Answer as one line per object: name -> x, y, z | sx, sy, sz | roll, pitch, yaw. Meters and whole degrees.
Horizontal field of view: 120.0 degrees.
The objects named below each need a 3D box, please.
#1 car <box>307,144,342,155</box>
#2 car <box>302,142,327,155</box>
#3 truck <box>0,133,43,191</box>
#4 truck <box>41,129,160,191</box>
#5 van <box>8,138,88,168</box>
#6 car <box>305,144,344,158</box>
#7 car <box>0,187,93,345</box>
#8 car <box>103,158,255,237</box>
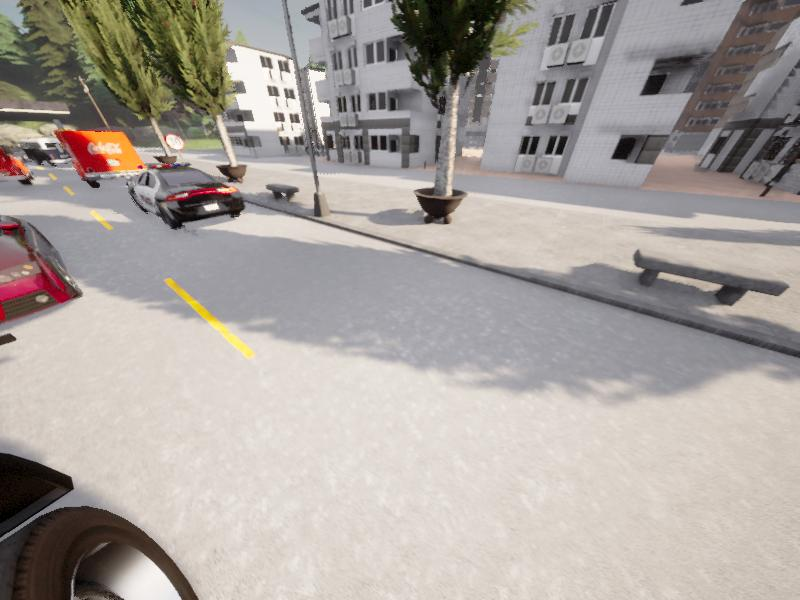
car -> -10.947, -21.844, 33.564 | 4.536, 1.218, 1.853 | -14, 38, -20
car -> -12.965, -23.039, 35.094 | 1.845, 1.501, 3.633 | -28, 44, -34
truck -> -21.817, -7.257, 11.895 | 5.204, 2.467, 2.627 | 23, 41, 28
truck -> -16.621, -7.924, 12.884 | 5.204, 2.467, 2.627 | 23, 41, 29
van -> -30.934, -13.019, 20.378 | 4.480, 2.038, 2.069 | 13, 36, 17
car -> -10.901, -21.728, 33.672 | 4.974, 1.542, 2.038 | -14, 38, -20
car -> -7.068, -0.609, 3.533 | 4.181, 1.385, 1.994 | 23, 41, 28
car -> -7.412, -3.665, 7.725 | 4.974, 1.542, 2.038 | 23, 41, 29
